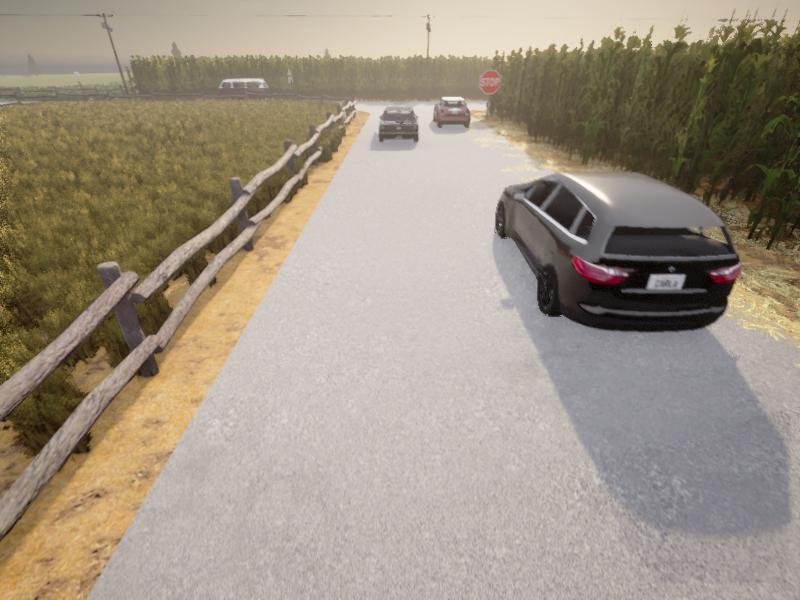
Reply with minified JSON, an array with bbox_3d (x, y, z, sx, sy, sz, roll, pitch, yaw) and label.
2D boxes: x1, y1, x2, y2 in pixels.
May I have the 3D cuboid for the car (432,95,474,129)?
[{"bbox_3d":[3.031,-11.194,23.687,1.970,1.475,3.806,0,30,0],"label":"car"}]

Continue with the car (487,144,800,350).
[{"bbox_3d":[3.075,-1.270,6.523,2.242,1.667,4.611,0,30,0],"label":"car"}]

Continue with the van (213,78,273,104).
[{"bbox_3d":[-14.496,-19.450,37.250,4.480,2.038,2.069,0,30,0],"label":"van"}]

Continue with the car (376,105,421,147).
[{"bbox_3d":[-0.057,-8.434,19.145,1.895,1.301,4.718,0,30,0],"label":"car"}]
